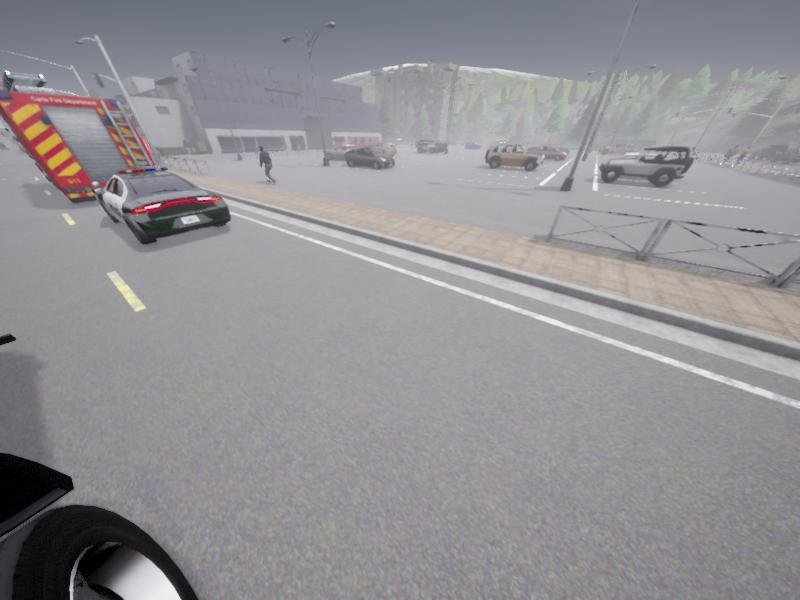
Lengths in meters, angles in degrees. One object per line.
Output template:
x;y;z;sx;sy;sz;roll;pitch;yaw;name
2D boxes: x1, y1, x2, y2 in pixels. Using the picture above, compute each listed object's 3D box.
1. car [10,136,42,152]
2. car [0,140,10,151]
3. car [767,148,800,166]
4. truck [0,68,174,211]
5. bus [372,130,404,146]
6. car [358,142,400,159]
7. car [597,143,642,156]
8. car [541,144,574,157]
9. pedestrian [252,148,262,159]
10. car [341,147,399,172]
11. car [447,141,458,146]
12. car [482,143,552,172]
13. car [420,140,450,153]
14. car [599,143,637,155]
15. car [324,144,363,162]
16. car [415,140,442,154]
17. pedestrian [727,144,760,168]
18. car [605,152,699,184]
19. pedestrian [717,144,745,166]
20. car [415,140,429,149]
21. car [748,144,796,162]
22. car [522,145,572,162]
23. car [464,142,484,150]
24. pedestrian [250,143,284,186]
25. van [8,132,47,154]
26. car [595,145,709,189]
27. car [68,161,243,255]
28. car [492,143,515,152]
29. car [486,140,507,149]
-64.537;-26.976;39.885;5.566;2.045;2.150;23;41;29;car
-71.616;-27.291;40.747;4.892;1.490;1.837;28;44;33;car
46.623;-16.892;27.232;2.007;1.525;4.514;23;41;28;car
-14.411;-6.925;10.298;8.468;3.827;2.891;22;41;28;truck
-4.044;-54.586;77.919;10.273;4.253;3.944;22;41;28;bus
-2.726;-19.285;29.668;5.027;1.636;2.152;22;41;28;car
36.345;-25.051;38.454;5.027;1.636;2.152;22;41;28;car
23.236;-22.093;34.140;3.633;1.501;1.845;22;41;28;car
-17.042;-17.407;27.505;0.500;1.100;0.500;22;41;28;pedestrian
-2.537;-11.970;19.547;4.514;1.523;2.007;22;41;28;car
17.859;-53.285;78.627;1.816;1.474;4.193;22;41;28;car
9.645;-12.019;19.362;4.605;1.855;1.932;22;41;28;car
6.013;-26.820;40.323;4.605;1.855;1.932;22;41;28;car
38.116;-26.529;40.581;4.514;1.523;2.007;22;41;28;car
-6.172;-16.108;25.272;3.806;1.475;1.970;22;41;28;car
4.670;-25.337;38.175;3.866;1.878;1.905;22;41;28;car
32.610;-13.675;21.965;0.751;1.860;0.751;21;40;27;pedestrian
16.585;-8.971;15.552;3.806;1.475;1.970;22;41;28;car
34.334;-15.092;23.989;0.751;1.860;0.751;22;40;27;pedestrian
5.727;-40.131;59.544;1.905;1.878;3.866;22;41;28;car
50.414;-20.070;31.453;1.905;1.878;3.866;23;41;28;car
17.425;-17.447;27.469;4.514;1.523;2.007;22;41;28;car
16.867;-35.248;52.838;3.633;1.501;1.845;22;41;28;car
-6.955;-7.110;12.133;0.751;1.860;0.751;13;37;17;pedestrian
-57.263;-24.154;35.505;5.915;2.561;1.988;23;41;28;van
14.166;-7.852;13.453;3.866;1.878;1.905;22;41;28;car
-7.157;-2.976;6.745;4.974;1.542;2.038;22;41;28;car
21.199;-31.349;47.362;3.806;1.475;1.970;22;41;28;car
26.908;-43.492;64.497;4.605;1.855;1.932;22;41;28;car
